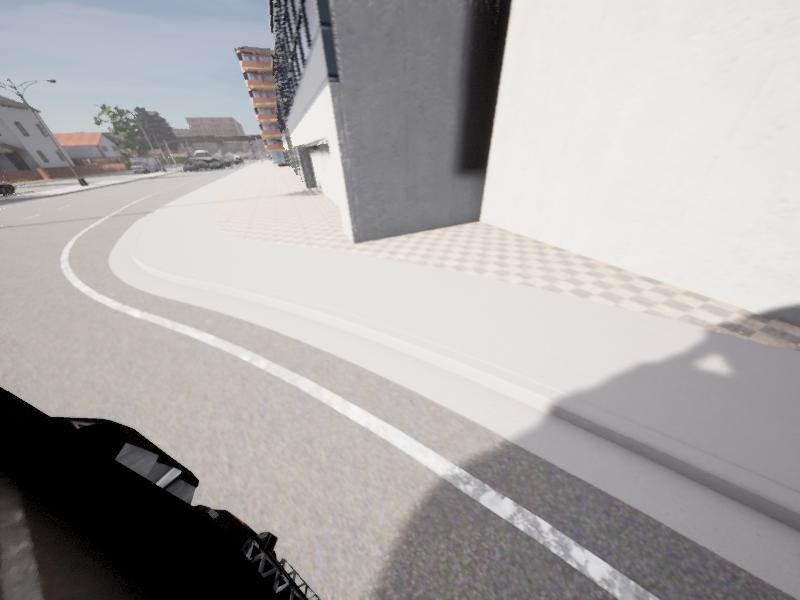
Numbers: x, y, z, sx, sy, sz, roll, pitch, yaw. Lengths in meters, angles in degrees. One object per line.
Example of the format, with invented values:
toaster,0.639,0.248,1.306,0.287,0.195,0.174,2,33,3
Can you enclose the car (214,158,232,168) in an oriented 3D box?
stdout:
car,-39.577,-30.820,51.858,2.097,1.767,4.553,-16,36,-19

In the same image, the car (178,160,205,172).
car,-38.271,-24.664,42.523,2.242,1.667,4.611,-16,35,-19

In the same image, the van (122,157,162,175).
van,-47.069,-24.670,42.460,2.351,2.431,6.366,-16,36,-19

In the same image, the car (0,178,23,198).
car,-33.657,-8.575,18.154,1.895,1.301,4.718,-15,35,-19

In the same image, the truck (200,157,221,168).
truck,-45.500,-33.228,55.636,2.390,2.098,6.274,-16,36,-19

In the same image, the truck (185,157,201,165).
truck,-70.927,-47.665,79.298,2.390,2.098,6.274,-16,36,-19

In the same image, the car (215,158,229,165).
car,-51.592,-40.106,66.957,2.038,1.542,4.974,-16,36,-19

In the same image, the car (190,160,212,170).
car,-41.195,-28.024,47.909,2.038,1.542,4.974,-16,36,-19

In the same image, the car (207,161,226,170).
car,-35.981,-26.449,45.426,1.895,1.301,4.718,-16,36,-19

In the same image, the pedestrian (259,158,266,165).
pedestrian,-31.604,-31.911,53.055,0.751,1.300,0.751,-25,40,-30
